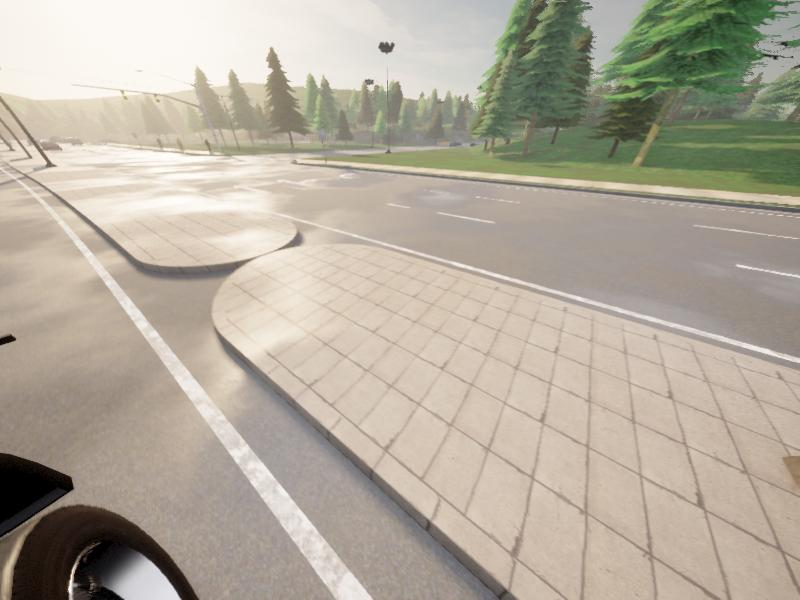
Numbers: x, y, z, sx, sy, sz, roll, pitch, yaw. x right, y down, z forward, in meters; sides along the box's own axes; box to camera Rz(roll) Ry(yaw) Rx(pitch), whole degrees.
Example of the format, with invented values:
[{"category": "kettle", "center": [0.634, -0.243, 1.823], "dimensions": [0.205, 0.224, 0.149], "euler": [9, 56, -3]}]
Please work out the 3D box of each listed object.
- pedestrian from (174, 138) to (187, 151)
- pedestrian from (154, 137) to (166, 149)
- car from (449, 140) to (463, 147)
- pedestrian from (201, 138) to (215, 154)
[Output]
[{"category": "pedestrian", "center": [-37.111, -26.283, 38.990], "dimensions": [0.751, 1.860, 0.751], "euler": [23, 41, 29]}, {"category": "pedestrian", "center": [-46.096, -30.108, 44.348], "dimensions": [0.751, 1.860, 0.751], "euler": [23, 41, 29]}, {"category": "car", "center": [16.156, -45.191, 66.708], "dimensions": [2.033, 1.649, 4.856], "euler": [23, 41, 28]}, {"category": "pedestrian", "center": [-27.641, -22.229, 33.312], "dimensions": [0.751, 1.860, 0.751], "euler": [24, 41, 29]}]
